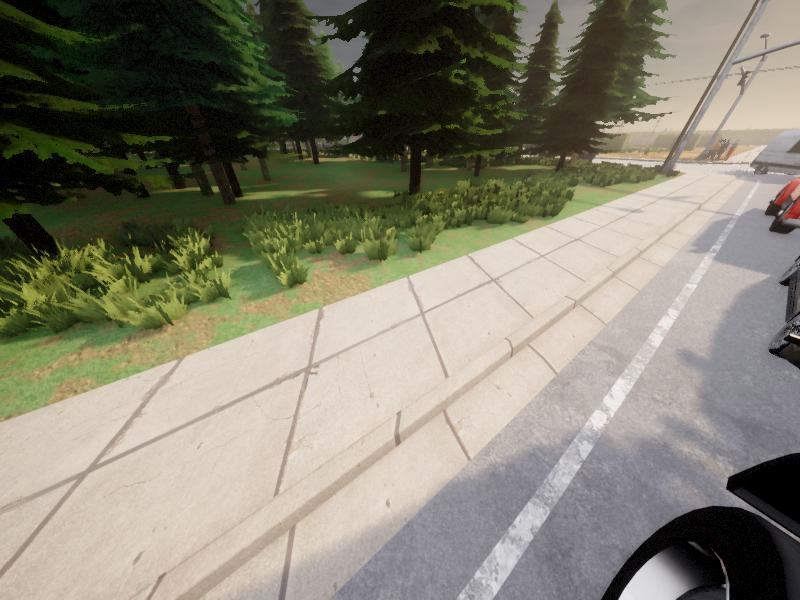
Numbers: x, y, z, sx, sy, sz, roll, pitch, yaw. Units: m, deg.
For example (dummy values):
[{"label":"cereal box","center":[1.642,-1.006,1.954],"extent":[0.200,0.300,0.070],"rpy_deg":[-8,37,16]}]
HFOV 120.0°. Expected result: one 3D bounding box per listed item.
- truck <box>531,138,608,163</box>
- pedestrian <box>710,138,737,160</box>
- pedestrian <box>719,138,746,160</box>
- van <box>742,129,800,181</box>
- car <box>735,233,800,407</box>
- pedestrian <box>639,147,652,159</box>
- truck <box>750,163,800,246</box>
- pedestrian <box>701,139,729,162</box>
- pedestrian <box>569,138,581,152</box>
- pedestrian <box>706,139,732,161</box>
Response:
[{"label":"truck","center":[18.767,-16.915,26.021],"extent":[2.390,2.098,6.274],"rpy_deg":[-22,41,-28]},{"label":"pedestrian","center":[33.561,-15.662,24.006],"extent":[0.751,1.860,0.751],"rpy_deg":[22,41,28]},{"label":"pedestrian","center":[34.157,-15.510,23.780],"extent":[0.751,1.860,0.751],"rpy_deg":[28,44,34]},{"label":"van","center":[25.374,-8.671,13.874],"extent":[1.988,2.561,5.915],"rpy_deg":[14,37,14]},{"label":"car","center":[6.439,-0.041,2.635],"extent":[4.902,1.511,2.128],"rpy_deg":[-22,41,-28]},{"label":"pedestrian","center":[28.241,-16.940,26.554],"extent":[0.500,1.100,0.500],"rpy_deg":[-20,40,-26]},{"label":"truck","center":[12.430,-3.016,5.964],"extent":[5.204,2.467,2.627],"rpy_deg":[-23,41,-28]},{"label":"pedestrian","center":[31.222,-14.874,22.930],"extent":[0.751,1.860,0.751],"rpy_deg":[-20,40,-26]},{"label":"pedestrian","center":[28.820,-25.559,38.075],"extent":[0.751,1.860,0.751],"rpy_deg":[-4,35,-5]},{"label":"pedestrian","center":[32.216,-15.172,23.329],"extent":[0.751,1.860,0.751],"rpy_deg":[-27,43,-32]}]
